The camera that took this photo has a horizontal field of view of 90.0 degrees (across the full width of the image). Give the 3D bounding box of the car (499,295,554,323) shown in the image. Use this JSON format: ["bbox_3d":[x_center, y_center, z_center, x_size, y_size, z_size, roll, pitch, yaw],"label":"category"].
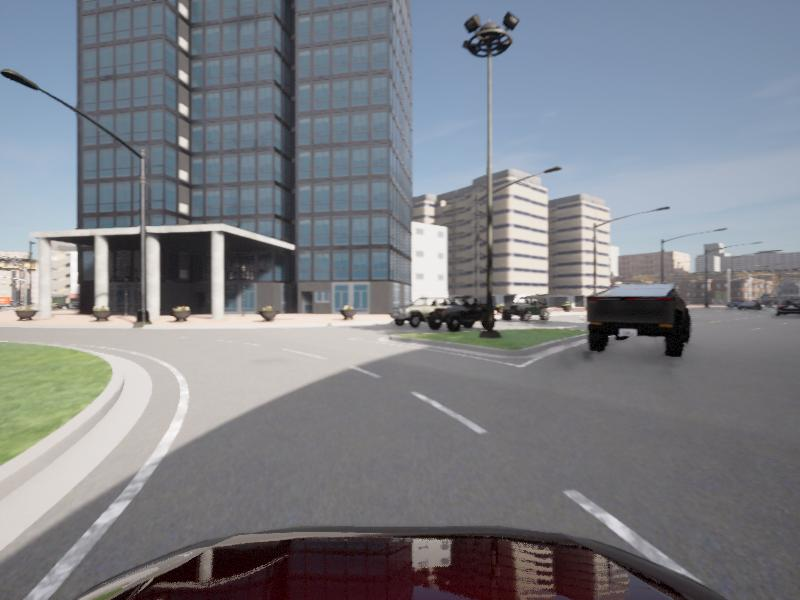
[{"bbox_3d":[9.342,0.618,29.427,3.866,1.878,1.905,0,0,-36],"label":"car"}]

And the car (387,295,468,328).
[{"bbox_3d":[1.709,0.639,24.316,4.605,1.855,1.932,0,0,-32],"label":"car"}]

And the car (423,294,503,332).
[{"bbox_3d":[3.371,0.631,21.269,3.866,1.878,1.905,0,0,-32],"label":"car"}]

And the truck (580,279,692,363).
[{"bbox_3d":[8.062,0.522,13.245,2.390,2.098,6.274,0,0,38],"label":"truck"}]

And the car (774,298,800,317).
[{"bbox_3d":[37.404,0.672,37.827,4.611,1.667,2.242,0,0,-38],"label":"car"}]
